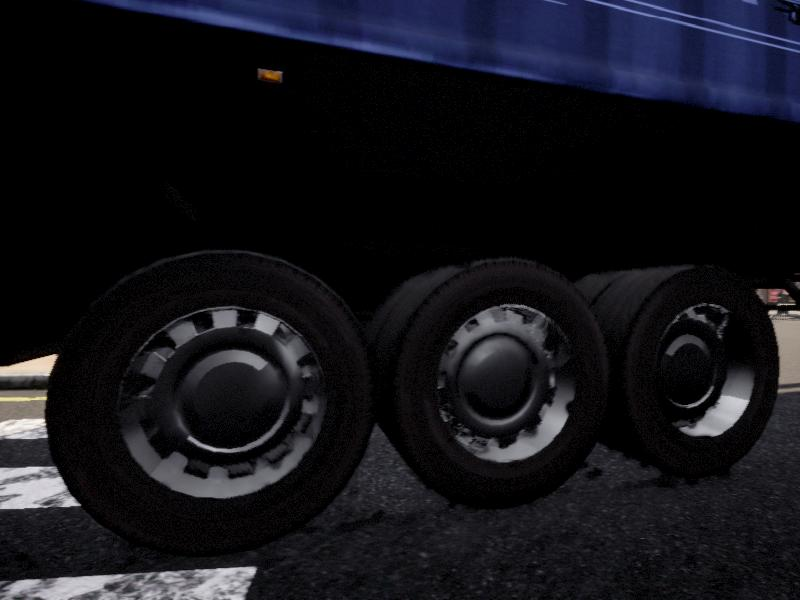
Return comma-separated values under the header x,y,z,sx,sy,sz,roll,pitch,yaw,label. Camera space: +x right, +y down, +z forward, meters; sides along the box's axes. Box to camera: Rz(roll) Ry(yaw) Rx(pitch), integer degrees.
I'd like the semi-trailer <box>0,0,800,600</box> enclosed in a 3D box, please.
x,y,z,sx,sy,sz,roll,pitch,yaw,label
2.673,-1.227,3.782,14.254,4.402,2.717,0,0,-16,semi-trailer

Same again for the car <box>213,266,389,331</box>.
x,y,z,sx,sy,sz,roll,pitch,yaw,label
-3.202,-0.044,13.867,5.566,2.045,2.150,0,0,-4,car
